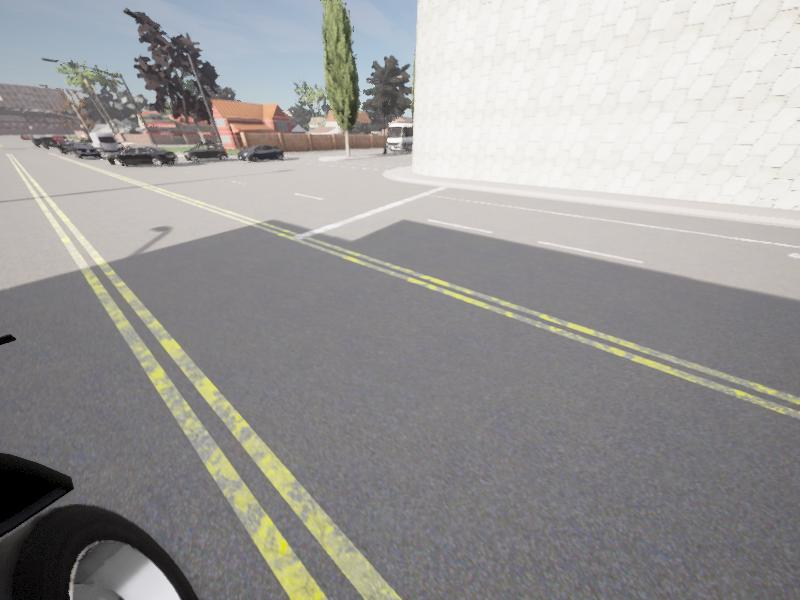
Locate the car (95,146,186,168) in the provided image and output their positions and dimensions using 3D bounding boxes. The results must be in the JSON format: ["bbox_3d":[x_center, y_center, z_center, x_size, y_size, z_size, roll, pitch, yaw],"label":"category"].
[{"bbox_3d":[-22.342,-12.508,20.126,4.892,1.490,1.837,-5,36,-8],"label":"car"}]

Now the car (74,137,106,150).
[{"bbox_3d":[-58.372,-29.557,43.605,1.932,1.855,4.605,-22,41,-26],"label":"car"}]

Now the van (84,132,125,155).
[{"bbox_3d":[-43.022,-22.836,33.664,5.915,2.561,1.988,23,41,28],"label":"van"}]

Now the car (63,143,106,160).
[{"bbox_3d":[-36.772,-17.335,26.919,5.357,1.411,2.033,23,41,28],"label":"car"}]

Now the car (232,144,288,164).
[{"bbox_3d":[-14.722,-15.625,24.584,2.007,1.525,4.514,22,41,28],"label":"car"}]

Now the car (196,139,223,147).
[{"bbox_3d":[-49.077,-40.543,59.602,1.837,1.490,4.892,21,40,27],"label":"car"}]

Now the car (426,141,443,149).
[{"bbox_3d":[8.581,-38.644,57.407,1.882,1.535,5.008,22,41,27],"label":"car"}]

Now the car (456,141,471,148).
[{"bbox_3d":[17.139,-42.193,62.595,2.128,1.511,4.902,22,40,27],"label":"car"}]

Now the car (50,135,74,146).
[{"bbox_3d":[-81.238,-38.322,55.502,5.566,2.045,2.150,23,41,27],"label":"car"}]

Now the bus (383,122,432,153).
[{"bbox_3d":[1.646,-30.262,43.110,3.944,4.253,10.273,22,41,27],"label":"bus"}]

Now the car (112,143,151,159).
[{"bbox_3d":[-32.768,-18.256,28.187,3.806,1.475,1.970,22,41,27],"label":"car"}]

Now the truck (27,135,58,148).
[{"bbox_3d":[-75.305,-33.406,48.656,6.274,2.098,2.390,23,41,28],"label":"truck"}]

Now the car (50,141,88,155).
[{"bbox_3d":[-46.647,-21.438,32.539,4.902,1.511,2.128,22,41,28],"label":"car"}]

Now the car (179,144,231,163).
[{"bbox_3d":[-20.195,-15.305,24.055,3.705,1.549,1.789,-26,43,-32],"label":"car"}]
